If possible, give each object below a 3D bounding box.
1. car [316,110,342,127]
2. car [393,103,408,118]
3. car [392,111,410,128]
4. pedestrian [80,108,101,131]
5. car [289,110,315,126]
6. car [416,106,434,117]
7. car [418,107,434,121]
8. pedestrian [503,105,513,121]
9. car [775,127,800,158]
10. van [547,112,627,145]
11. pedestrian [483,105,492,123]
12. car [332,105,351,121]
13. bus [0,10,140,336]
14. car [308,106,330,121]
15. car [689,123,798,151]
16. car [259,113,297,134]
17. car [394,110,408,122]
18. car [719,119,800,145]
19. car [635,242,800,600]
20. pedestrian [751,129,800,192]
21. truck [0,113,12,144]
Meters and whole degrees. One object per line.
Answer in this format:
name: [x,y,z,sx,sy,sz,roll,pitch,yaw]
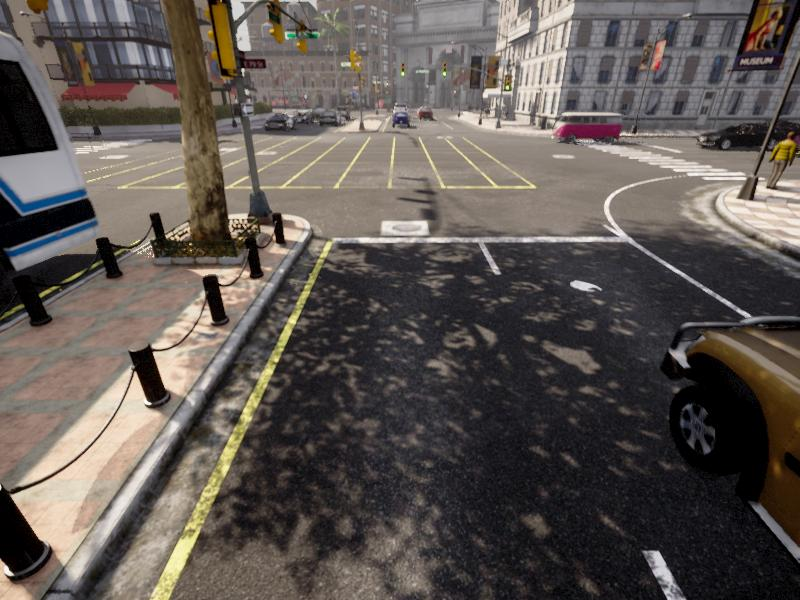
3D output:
car: [-7.882,-20.508,45.146,2.038,1.542,4.974,0,27,0]
car: [0.105,-29.406,61.999,2.150,2.045,5.566,0,27,0]
car: [0.121,-20.005,44.255,1.812,1.442,4.674,0,27,0]
pedestrian: [-27.915,-16.254,36.076,0.751,1.860,0.751,0,27,0]
car: [-11.380,-21.241,46.643,1.970,1.475,3.806,0,27,0]
car: [4.081,-30.595,64.984,1.812,1.442,4.674,7,28,14]
car: [3.627,-26.497,56.861,1.882,1.535,5.008,0,27,0]
pedestrian: [13.372,-23.252,49.760,0.751,1.860,0.751,-4,27,-8]
car: [23.864,-8.698,22.072,4.193,1.474,1.816,0,27,0]
van: [13.036,-12.078,28.134,4.442,1.987,1.775,0,27,0]
pedestrian: [10.296,-21.913,47.140,0.751,1.860,0.751,-1,27,-2]
car: [-7.882,-25.295,54.143,1.932,1.855,4.605,0,27,0]
bus: [-7.758,-0.676,3.358,3.944,4.253,10.273,0,25,0]
car: [-11.381,-26.451,56.664,1.930,1.638,5.238,0,27,0]
car: [21.470,-10.290,25.170,4.892,1.490,1.837,0,27,0]
car: [-11.361,-16.733,37.756,2.038,1.542,4.974,0,27,0]
car: [0.119,-24.926,54.053,1.895,1.301,4.718,0,27,0]
car: [25.940,-11.894,28.305,4.892,1.490,1.837,0,27,0]
car: [3.568,1.342,1.977,1.932,1.855,4.605,0,27,0]
pedestrian: [12.678,-4.610,13.262,0.751,1.860,0.751,-7,28,-14]
truck: [-31.278,-12.166,27.809,5.204,2.467,2.627,0,27,-1]
